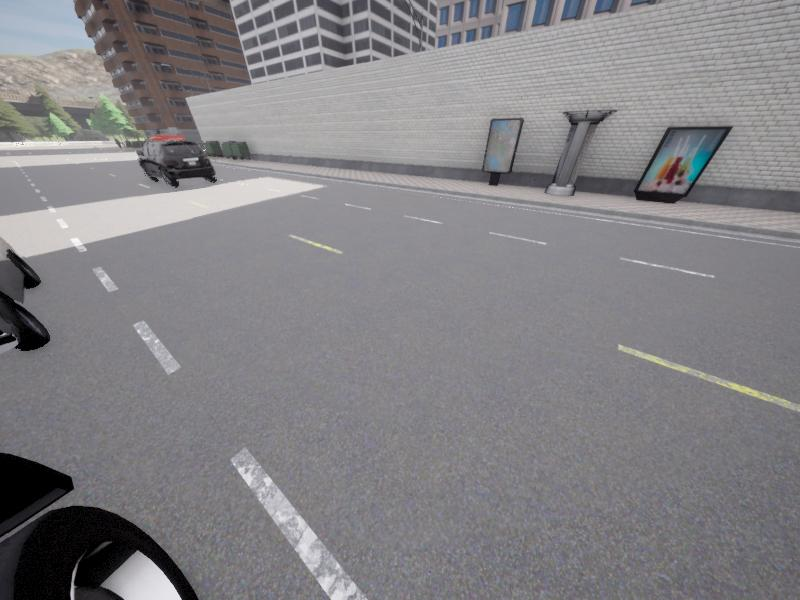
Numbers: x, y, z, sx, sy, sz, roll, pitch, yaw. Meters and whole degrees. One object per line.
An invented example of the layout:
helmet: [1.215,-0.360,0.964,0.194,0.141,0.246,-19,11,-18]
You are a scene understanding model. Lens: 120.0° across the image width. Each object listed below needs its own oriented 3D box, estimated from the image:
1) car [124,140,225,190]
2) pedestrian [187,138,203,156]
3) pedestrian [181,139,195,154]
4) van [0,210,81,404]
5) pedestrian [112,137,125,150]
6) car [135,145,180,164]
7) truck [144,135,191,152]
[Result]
car: [-12.927,-7.882,13.238,5.566,2.045,2.150,22,41,28]
pedestrian: [-25.828,-19.246,29.137,0.751,1.860,0.751,-28,44,-34]
pedestrian: [-31.999,-23.241,34.862,0.751,1.860,0.751,17,39,22]
van: [-6.150,-0.299,2.543,4.480,2.038,2.069,22,41,30]
pedestrian: [-52.737,-29.325,43.283,0.751,1.860,0.751,22,41,28]
car: [-24.834,-14.946,23.680,4.193,1.474,1.816,22,41,28]
truck: [-43.509,-29.476,43.409,2.627,2.467,5.204,22,41,28]
